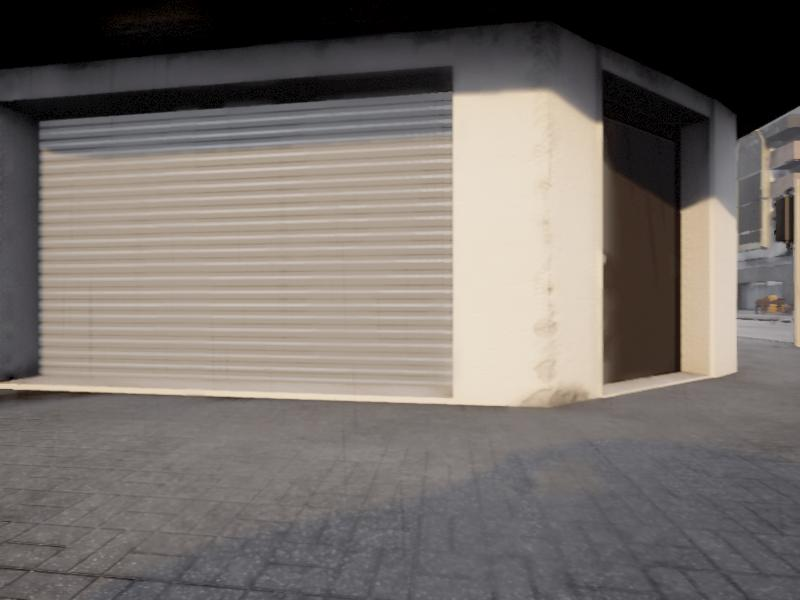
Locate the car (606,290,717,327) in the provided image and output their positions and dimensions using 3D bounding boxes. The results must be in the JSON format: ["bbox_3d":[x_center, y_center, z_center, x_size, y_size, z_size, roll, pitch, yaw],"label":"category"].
[{"bbox_3d":[11.503,0.331,18.199,2.033,1.411,5.357,0,0,7],"label":"car"}]
